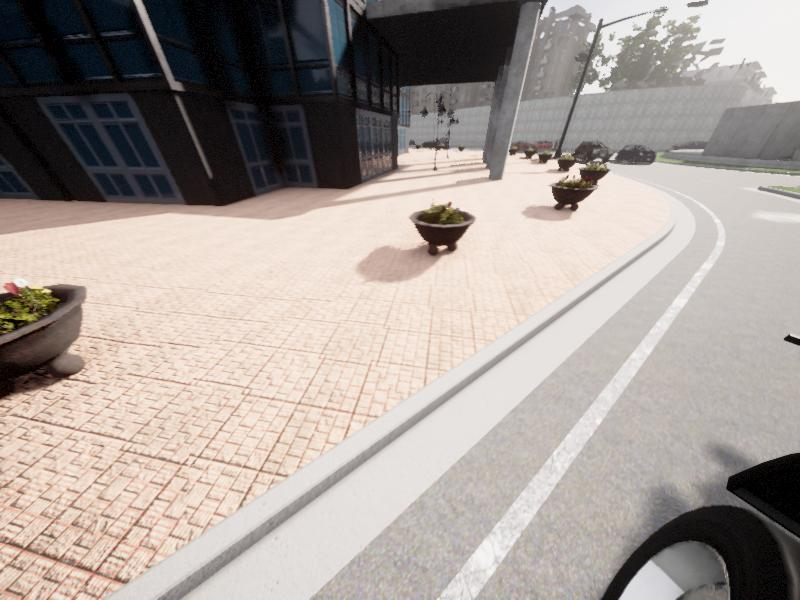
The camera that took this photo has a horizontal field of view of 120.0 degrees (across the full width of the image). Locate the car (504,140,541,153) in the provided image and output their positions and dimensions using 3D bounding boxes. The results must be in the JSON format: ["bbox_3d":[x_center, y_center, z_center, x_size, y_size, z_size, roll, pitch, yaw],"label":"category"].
[{"bbox_3d":[20.948,-26.483,39.805,2.152,1.651,5.027,-17,39,-22],"label":"car"}]

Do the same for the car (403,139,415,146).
[{"bbox_3d":[2.909,-49.977,73.334,1.851,1.617,3.988,-21,40,-27],"label":"car"}]

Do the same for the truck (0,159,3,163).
[{"bbox_3d":[-64.066,-21.673,33.391,2.891,3.827,8.468,-23,41,-28],"label":"truck"}]

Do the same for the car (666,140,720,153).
[{"bbox_3d":[48.471,-25.495,38.386,5.027,1.651,2.152,7,36,11],"label":"car"}]

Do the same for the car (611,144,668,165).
[{"bbox_3d":[22.846,-14.068,22.283,1.845,1.501,3.633,5,35,7],"label":"car"}]

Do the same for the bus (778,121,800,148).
[{"bbox_3d":[81.370,-33.046,46.200,10.273,4.253,3.944,-22,41,-27],"label":"bus"}]

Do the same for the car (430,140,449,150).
[{"bbox_3d":[8.620,-34.219,50.960,1.851,1.617,3.988,-21,40,-27],"label":"car"}]

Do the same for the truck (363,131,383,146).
[{"bbox_3d":[-9.126,-53.948,77.078,2.891,3.827,8.468,-21,40,-27],"label":"truck"}]

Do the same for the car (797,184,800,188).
[{"bbox_3d":[22.711,-5.472,10.012,1.930,1.638,5.238,-18,39,-23],"label":"car"}]

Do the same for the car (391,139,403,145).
[{"bbox_3d":[-1.122,-57.047,83.380,1.882,1.535,5.008,-21,40,-27],"label":"car"}]

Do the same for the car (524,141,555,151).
[{"bbox_3d":[27.091,-30.197,45.115,2.007,1.525,4.514,-27,43,-33],"label":"car"}]

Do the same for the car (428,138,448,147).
[{"bbox_3d":[10.508,-43.683,63.905,2.150,2.045,5.566,-21,40,-27],"label":"car"}]

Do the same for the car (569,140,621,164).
[{"bbox_3d":[19.606,-15.167,23.568,1.932,1.855,4.605,6,36,9],"label":"car"}]
